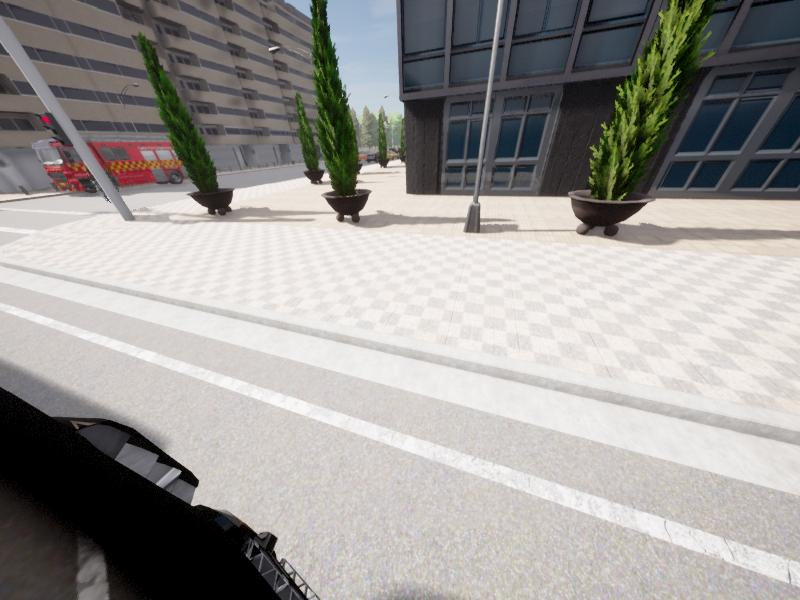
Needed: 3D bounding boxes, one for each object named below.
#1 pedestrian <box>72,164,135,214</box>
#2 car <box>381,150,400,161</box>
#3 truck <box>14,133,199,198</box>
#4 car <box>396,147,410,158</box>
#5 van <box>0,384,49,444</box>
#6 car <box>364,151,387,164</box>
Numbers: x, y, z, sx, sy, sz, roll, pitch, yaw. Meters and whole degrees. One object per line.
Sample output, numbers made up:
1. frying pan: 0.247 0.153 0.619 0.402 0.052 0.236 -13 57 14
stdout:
1. pedestrian: -13.036 -4.929 10.250 0.751 1.860 0.751 -16 36 -19
2. car: -1.709 -28.038 44.684 1.801 1.575 5.366 9 35 17
3. truck: -23.215 -11.553 19.534 2.891 3.827 8.468 9 35 17
4. car: 0.758 -32.209 50.481 1.905 1.878 3.866 9 35 17
5. van: -6.109 0.532 1.815 4.442 1.987 1.775 9 35 17
6. car: -4.032 -24.211 39.160 2.007 1.525 4.514 9 35 17
